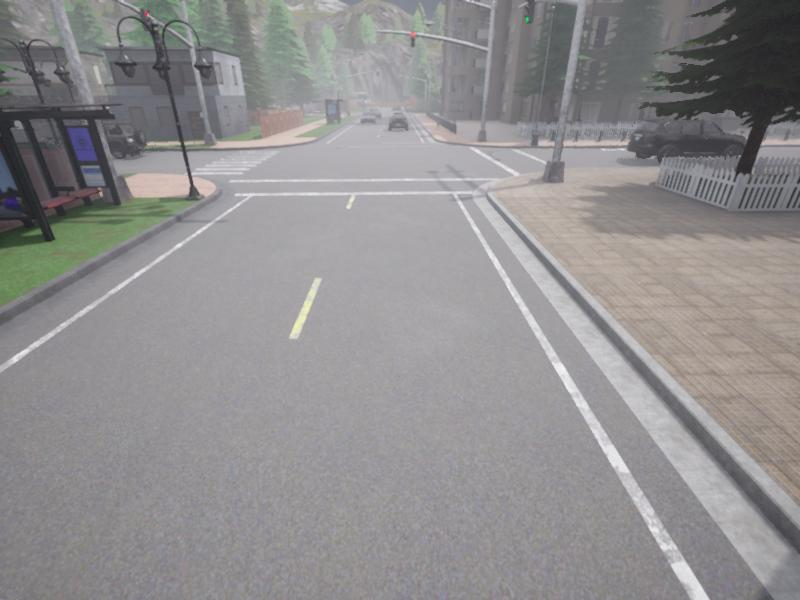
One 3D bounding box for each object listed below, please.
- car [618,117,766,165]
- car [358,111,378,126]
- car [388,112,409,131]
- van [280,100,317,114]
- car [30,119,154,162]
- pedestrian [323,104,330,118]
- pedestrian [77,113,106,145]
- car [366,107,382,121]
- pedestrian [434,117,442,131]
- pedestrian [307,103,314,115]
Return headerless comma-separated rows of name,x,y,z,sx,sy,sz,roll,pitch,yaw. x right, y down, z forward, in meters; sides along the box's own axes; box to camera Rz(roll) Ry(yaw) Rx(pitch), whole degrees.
car,14.624,-8.102,20.350,5.566,2.045,2.150,-1,27,-3
car,-3.778,-22.091,48.525,2.033,1.411,5.357,0,27,-1
car,-0.187,-18.383,41.097,2.038,1.542,4.974,0,27,-1
van,-19.534,-37.392,77.397,6.366,2.431,2.351,-1,27,-2
car,-16.377,-8.639,21.561,4.605,1.855,1.932,-4,27,-6
pedestrian,-10.746,-27.648,58.538,0.751,1.860,0.751,4,27,8
pedestrian,-20.151,-11.168,26.179,0.751,1.860,0.751,-4,27,-7
car,-3.923,-28.228,60.629,2.152,1.651,5.027,0,27,-1
pedestrian,3.561,-16.460,37.398,0.500,1.100,0.500,-12,29,-22
pedestrian,-15.314,-32.780,68.586,0.751,1.860,0.751,2,27,3
